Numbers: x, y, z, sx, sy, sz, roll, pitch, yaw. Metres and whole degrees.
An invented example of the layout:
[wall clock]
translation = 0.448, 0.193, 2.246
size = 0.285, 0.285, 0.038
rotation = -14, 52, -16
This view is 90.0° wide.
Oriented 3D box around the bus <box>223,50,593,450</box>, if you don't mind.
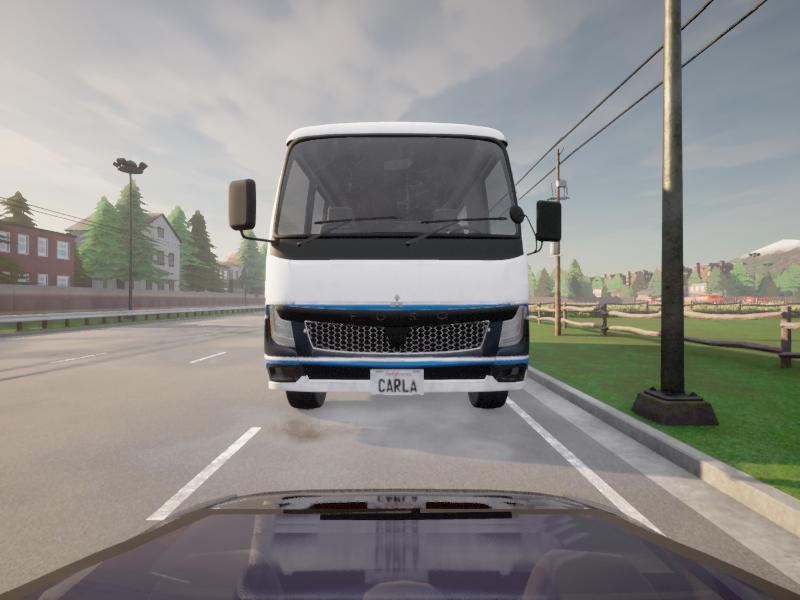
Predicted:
[bus]
translation = 0.062, -0.534, 9.399
size = 3.944, 4.253, 10.273
rotation = 0, 0, 0
